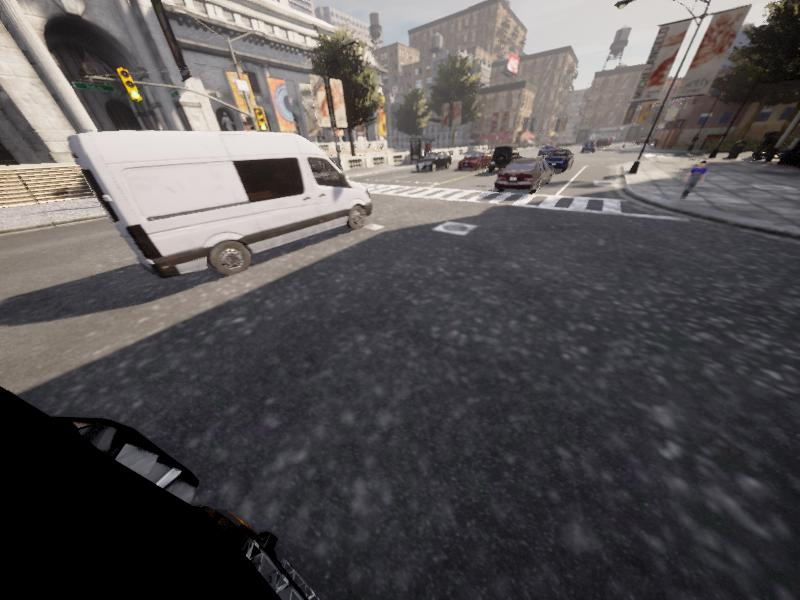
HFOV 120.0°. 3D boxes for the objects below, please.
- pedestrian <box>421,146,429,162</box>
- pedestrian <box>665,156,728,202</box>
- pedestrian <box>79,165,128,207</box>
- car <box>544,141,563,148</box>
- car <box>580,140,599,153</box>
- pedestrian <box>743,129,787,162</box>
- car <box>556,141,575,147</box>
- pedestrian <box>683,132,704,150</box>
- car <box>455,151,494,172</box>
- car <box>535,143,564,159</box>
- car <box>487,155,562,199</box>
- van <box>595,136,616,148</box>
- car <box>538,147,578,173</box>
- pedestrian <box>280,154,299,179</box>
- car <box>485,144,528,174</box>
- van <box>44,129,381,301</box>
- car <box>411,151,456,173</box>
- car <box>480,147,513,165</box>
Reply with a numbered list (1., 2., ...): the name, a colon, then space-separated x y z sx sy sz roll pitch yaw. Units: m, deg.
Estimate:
1. pedestrian: 3.444 -20.300 32.166 0.751 1.860 0.751 22 41 33
2. pedestrian: 10.070 -4.164 7.928 0.751 1.300 0.751 19 40 30
3. pedestrian: -15.462 -5.975 12.089 0.751 1.860 0.751 21 40 31
4. car: 42.349 -42.819 63.712 4.674 1.452 2.002 -22 38 -26
5. car: 31.682 -25.635 38.575 1.851 1.617 3.988 20 40 30
6. pedestrian: 25.548 -10.806 16.220 0.751 1.860 0.751 23 42 33
7. car: 47.290 -44.538 66.052 4.718 1.301 1.895 -15 36 -18
8. pedestrian: 37.918 -20.519 29.867 0.751 1.860 0.751 5 34 12
9. car: 7.216 -13.428 22.319 1.994 1.385 4.181 21 40 31
10. car: 20.470 -20.413 31.571 2.152 1.651 5.027 21 40 32
11. car: 6.619 -6.583 12.058 2.033 1.411 5.357 21 41 32
12. van: 45.880 -35.227 51.560 4.442 1.987 1.775 -26 40 -31
13. car: 12.784 -11.297 18.598 1.816 1.474 4.193 21 40 31
14. pedestrian: -9.804 -11.879 20.527 0.751 1.860 0.751 15 38 25
15. car: 8.822 -11.668 19.078 1.905 1.878 3.866 21 40 32
16. van: -3.308 -2.718 5.977 1.988 2.561 5.915 21 41 32
17. car: 3.402 -13.770 22.993 2.128 1.511 4.902 21 41 32
18. car: 11.228 -16.655 26.707 1.882 1.535 5.008 20 40 30
